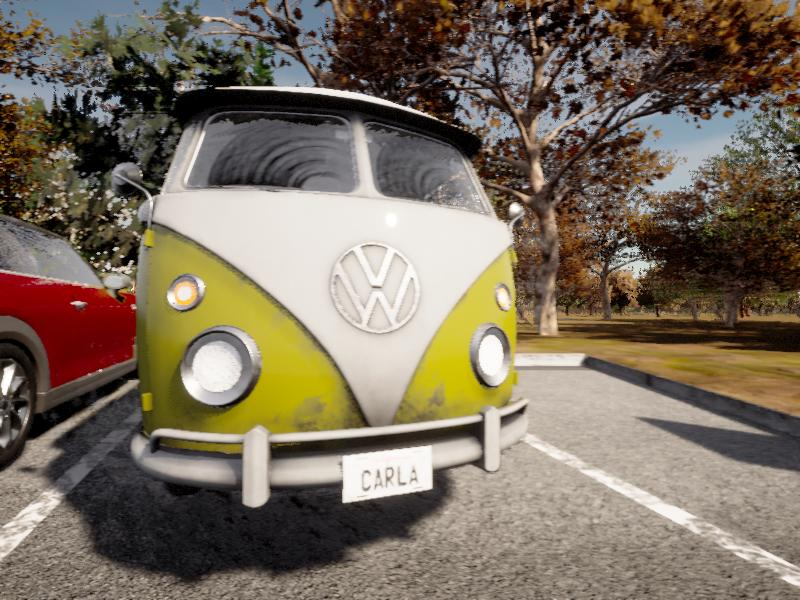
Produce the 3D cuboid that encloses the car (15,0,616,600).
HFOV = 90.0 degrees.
[{"bbox_3d":[-0.764,0.001,3.375,1.878,1.987,4.442,1,-1,-19],"label":"car"}]

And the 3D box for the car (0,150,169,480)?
[{"bbox_3d":[-3.757,0.103,3.481,2.185,1.767,4.553,0,-1,-19],"label":"car"}]
